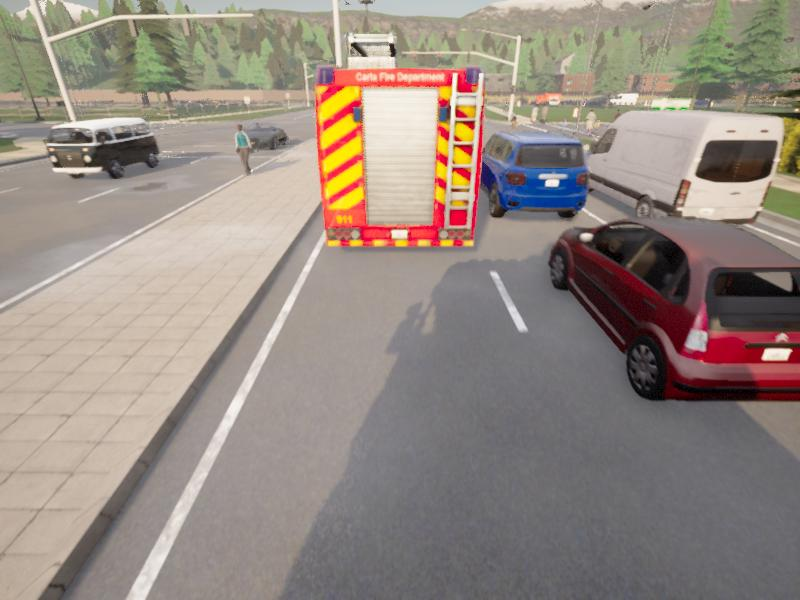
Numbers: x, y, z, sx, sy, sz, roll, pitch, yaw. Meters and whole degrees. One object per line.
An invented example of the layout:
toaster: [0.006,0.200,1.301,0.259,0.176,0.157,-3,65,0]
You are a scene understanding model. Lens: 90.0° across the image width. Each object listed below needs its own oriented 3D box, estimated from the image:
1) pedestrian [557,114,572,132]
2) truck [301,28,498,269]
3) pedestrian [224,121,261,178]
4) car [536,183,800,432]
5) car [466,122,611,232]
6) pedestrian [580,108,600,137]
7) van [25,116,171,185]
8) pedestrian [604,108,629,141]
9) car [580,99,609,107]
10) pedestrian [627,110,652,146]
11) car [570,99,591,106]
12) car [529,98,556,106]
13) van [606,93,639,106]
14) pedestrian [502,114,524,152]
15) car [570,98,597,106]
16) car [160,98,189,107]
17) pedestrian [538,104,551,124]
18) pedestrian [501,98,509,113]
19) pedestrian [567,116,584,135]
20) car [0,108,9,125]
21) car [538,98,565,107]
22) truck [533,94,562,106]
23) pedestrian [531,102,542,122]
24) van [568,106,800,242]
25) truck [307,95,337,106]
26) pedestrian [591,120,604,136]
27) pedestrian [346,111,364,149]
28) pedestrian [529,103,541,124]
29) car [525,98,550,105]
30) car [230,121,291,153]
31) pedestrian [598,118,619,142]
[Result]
pedestrian: [13.404,-14.405,32.590,0.751,1.300,0.751,0,28,1]
truck: [-0.012,-4.253,10.484,2.891,3.827,8.468,0,28,0]
pedestrian: [-5.692,-5.475,14.563,0.751,1.860,0.751,-1,28,-1]
car: [3.469,-0.331,5.369,1.851,1.617,3.988,0,28,0]
car: [3.481,-3.828,11.590,2.150,2.045,5.566,0,28,0]
pedestrian: [13.875,-12.960,29.220,0.751,1.860,0.751,0,28,1]
van: [-11.509,-6.045,15.844,2.069,2.038,4.480,0,27,0]
pedestrian: [13.718,-11.131,25.391,0.751,1.860,0.751,2,28,4]
car: [42.261,-42.859,86.963,4.902,1.511,2.128,0,28,0]
pedestrian: [13.757,-9.883,23.001,0.751,1.860,0.751,18,33,31]
car: [42.126,-46.077,93.180,3.806,1.475,1.970,0,28,0]
car: [33.130,-46.203,93.154,5.238,1.638,1.930,0,28,0]
van: [49.895,-44.972,89.780,5.915,2.561,1.988,0,28,0]
pedestrian: [6.118,-9.082,21.798,0.751,1.860,0.751,0,28,0]
car: [41.303,-44.546,90.035,4.974,1.542,2.038,0,28,0]
car: [-49.166,-43.088,87.244,4.974,1.542,2.038,0,28,0]
pedestrian: [14.501,-18.680,40.172,0.751,1.860,0.751,0,28,0]
pedestrian: [15.533,-28.760,59.141,0.751,1.860,0.751,2,28,4]
pedestrian: [13.410,-13.351,30.574,0.751,1.300,0.751,-2,28,-3]
car: [-42.066,-17.954,39.185,4.974,1.542,2.038,0,28,0]
car: [32.945,-42.941,86.962,4.974,1.542,2.038,0,28,0]
truck: [33.119,-44.952,89.859,5.204,2.467,2.627,0,28,0]
pedestrian: [14.008,-19.264,41.052,0.751,1.860,0.751,3,28,6]
van: [6.989,-3.805,11.014,1.988,2.561,5.915,0,28,0]
truck: [-18.142,-46.500,93.223,6.274,2.098,2.390,0,28,0]
pedestrian: [14.598,-12.743,29.637,0.500,1.100,0.500,1,28,1]
pedestrian: [-2.437,-9.303,21.890,0.751,1.860,0.751,2,28,4]
pedestrian: [13.666,-18.877,40.551,0.751,1.860,0.751,2,28,3]
car: [33.078,-47.778,96.280,5.008,1.535,1.882,0,28,0]
car: [-7.976,-9.575,23.325,1.994,1.385,4.181,0,28,0]
pedestrian: [13.069,-10.676,25.123,0.751,1.300,0.751,4,28,7]
